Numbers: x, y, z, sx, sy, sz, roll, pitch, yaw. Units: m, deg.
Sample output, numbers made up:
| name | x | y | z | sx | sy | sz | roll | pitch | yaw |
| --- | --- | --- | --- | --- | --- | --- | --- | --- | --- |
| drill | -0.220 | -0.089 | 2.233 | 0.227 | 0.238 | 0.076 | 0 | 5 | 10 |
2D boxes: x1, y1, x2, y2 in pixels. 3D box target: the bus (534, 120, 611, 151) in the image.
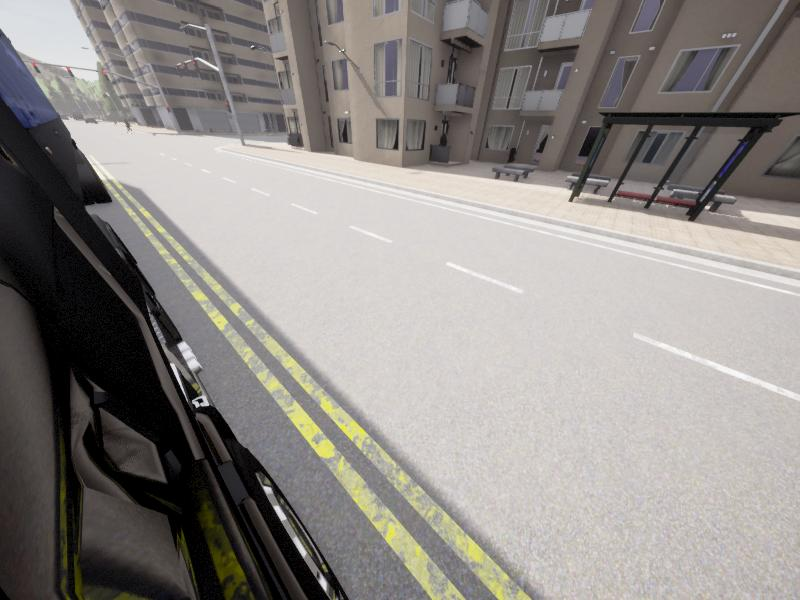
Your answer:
| name | x | y | z | sx | sy | sz | roll | pitch | yaw |
| --- | --- | --- | --- | --- | --- | --- | --- | --- | --- |
| bus | 32.066 | -31.057 | 43.517 | 10.273 | 4.253 | 3.944 | 31 | 45 | 33 |

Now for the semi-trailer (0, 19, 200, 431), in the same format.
| name | x | y | z | sx | sy | sz | roll | pitch | yaw |
| --- | --- | --- | --- | --- | --- | --- | --- | --- | --- |
| semi-trailer | -8.588 | -3.680 | 4.329 | 14.254 | 4.402 | 2.717 | 29 | 44 | 31 |

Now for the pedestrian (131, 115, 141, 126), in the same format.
| name | x | y | z | sx | sy | sz | roll | pitch | yaw |
| --- | --- | --- | --- | --- | --- | --- | --- | --- | --- |
| pedestrian | -59.426 | -40.354 | 51.942 | 0.751 | 1.860 | 0.751 | 30 | 45 | 32 |

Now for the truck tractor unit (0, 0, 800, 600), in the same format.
| name | x | y | z | sx | sy | sz | roll | pitch | yaw |
| --- | --- | --- | --- | --- | --- | --- | --- | --- | --- |
| truck tractor unit | -2.645 | -0.295 | 0.352 | 6.516 | 4.208 | 3.053 | 28 | 44 | 30 |

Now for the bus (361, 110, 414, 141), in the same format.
| name | x | y | z | sx | sy | sz | roll | pitch | yaw |
| --- | --- | --- | --- | --- | --- | --- | --- | --- | --- |
| bus | -2.118 | -33.019 | 44.069 | 3.944 | 4.253 | 10.273 | 28 | 43 | 30 |

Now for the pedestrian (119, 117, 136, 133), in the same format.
| name | x | y | z | sx | sy | sz | roll | pitch | yaw |
| --- | --- | --- | --- | --- | --- | --- | --- | --- | --- |
| pedestrian | -38.244 | -24.564 | 32.444 | 0.751 | 1.860 | 0.751 | 27 | 43 | 29 |

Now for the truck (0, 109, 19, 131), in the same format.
| name | x | y | z | sx | sy | sz | roll | pitch | yaw |
| --- | --- | --- | --- | --- | --- | --- | --- | --- | --- |
| truck | -51.206 | -22.752 | 29.045 | 6.274 | 2.098 | 2.390 | 29 | 44 | 30 |

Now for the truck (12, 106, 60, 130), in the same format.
| name | x | y | z | sx | sy | sz | roll | pitch | yaw |
| --- | --- | --- | --- | --- | --- | --- | --- | --- | --- |
| truck | -51.177 | -25.645 | 32.602 | 5.204 | 2.467 | 2.627 | 28 | 44 | 30 |
